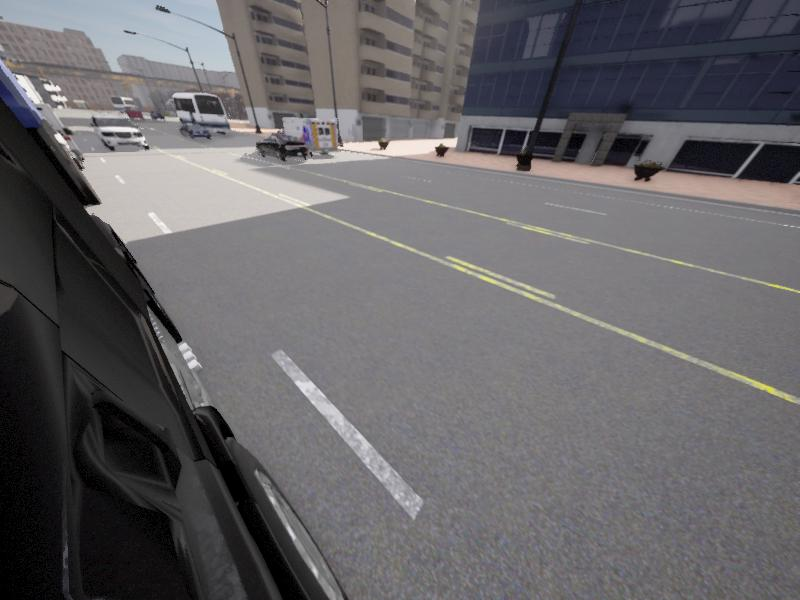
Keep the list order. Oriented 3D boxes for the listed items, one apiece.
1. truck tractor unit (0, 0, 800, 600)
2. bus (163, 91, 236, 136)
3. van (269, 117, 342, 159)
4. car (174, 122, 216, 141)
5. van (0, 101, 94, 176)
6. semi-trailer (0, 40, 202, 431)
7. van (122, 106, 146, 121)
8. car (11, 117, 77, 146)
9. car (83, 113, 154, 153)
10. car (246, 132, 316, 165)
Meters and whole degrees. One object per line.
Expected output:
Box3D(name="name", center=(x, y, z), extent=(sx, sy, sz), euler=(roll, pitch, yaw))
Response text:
Box3D(name="truck tractor unit", center=(-2.645, -0.295, 0.351), extent=(6.516, 4.208, 3.053), euler=(28, 44, 30))
Box3D(name="bus", center=(-27.673, -25.674, 31.848), extent=(10.273, 4.253, 3.944), euler=(31, 45, 29))
Box3D(name="van", center=(-8.004, -13.737, 19.474), extent=(6.366, 2.431, 2.351), euler=(29, 44, 31))
Box3D(name="car", center=(-23.491, -19.290, 26.397), extent=(5.357, 1.411, 2.033), euler=(30, 45, 30))
Box3D(name="van", center=(-17.507, -7.857, 11.026), extent=(6.366, 2.431, 2.351), euler=(29, 44, 31))
Box3D(name="semi-trailer", center=(-8.724, -3.584, 4.207), extent=(14.254, 4.402, 2.717), euler=(28, 44, 30))
Box3D(name="van", center=(-50.557, -35.499, 43.847), extent=(4.442, 1.987, 1.775), euler=(30, 45, 30))
Box3D(name="car", center=(-27.451, -13.105, 17.936), extent=(4.902, 1.511, 2.128), euler=(30, 45, 30))
Box3D(name="car", center=(-20.952, -12.448, 17.163), extent=(5.566, 2.045, 2.150), euler=(29, 44, 30))
Box3D(name="car", center=(-8.402, -10.792, 16.289), extent=(4.902, 1.511, 2.128), euler=(29, 44, 31))
